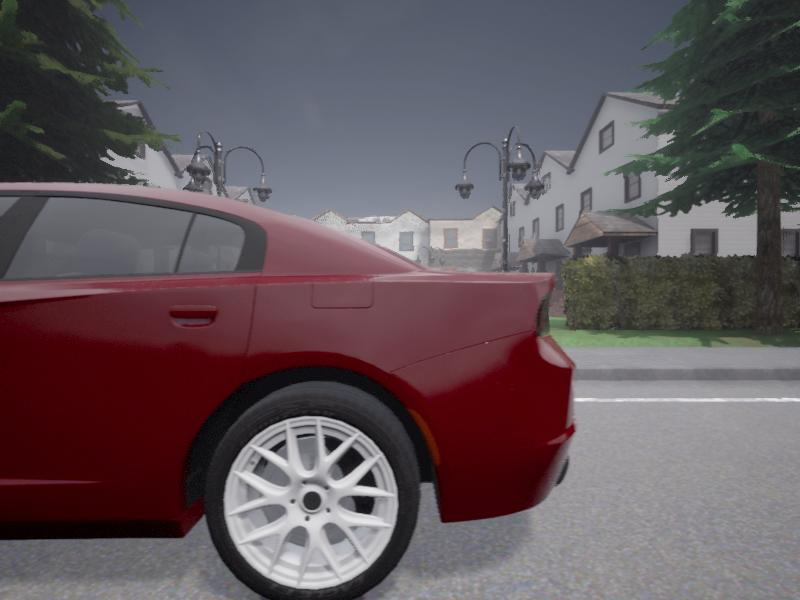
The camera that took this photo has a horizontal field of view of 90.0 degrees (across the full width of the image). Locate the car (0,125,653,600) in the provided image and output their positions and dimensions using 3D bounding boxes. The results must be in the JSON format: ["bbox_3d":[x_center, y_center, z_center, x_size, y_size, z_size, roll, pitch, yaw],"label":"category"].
[{"bbox_3d":[-1.712,0.221,2.185,5.008,1.535,1.882,0,0,0],"label":"car"}]

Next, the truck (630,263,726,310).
[{"bbox_3d":[25.224,-1.098,37.036,2.891,3.827,8.468,0,0,-1],"label":"truck"}]

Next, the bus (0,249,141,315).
[{"bbox_3d":[-25.455,-1.166,31.079,3.944,4.253,10.273,0,0,0],"label":"bus"}]
